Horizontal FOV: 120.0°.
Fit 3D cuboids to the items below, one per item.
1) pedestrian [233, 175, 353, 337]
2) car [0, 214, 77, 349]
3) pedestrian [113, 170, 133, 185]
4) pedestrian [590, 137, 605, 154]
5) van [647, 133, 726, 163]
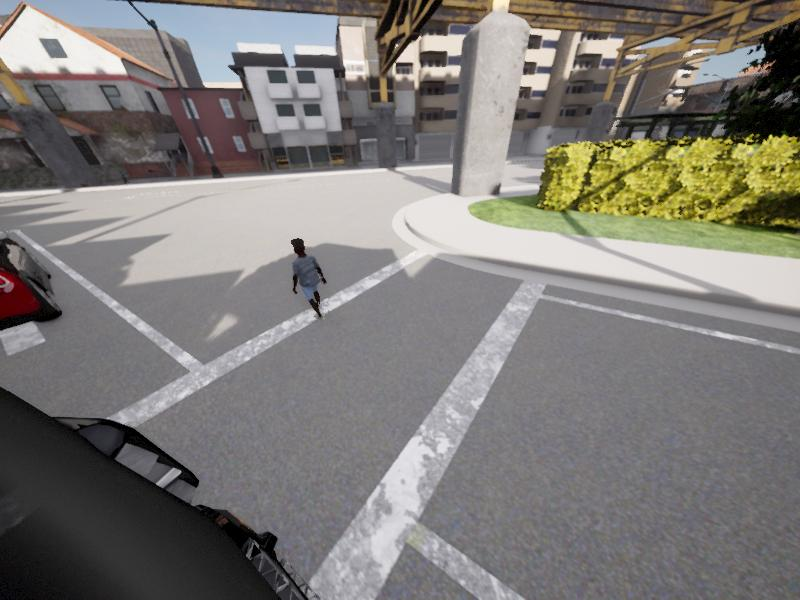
[{"bbox_3d":[-1.301,-0.566,3.090,0.751,1.860,0.751,27,44,37],"label":"pedestrian"},{"bbox_3d":[-7.329,-0.340,3.545,3.806,1.475,1.970,19,39,29],"label":"car"},{"bbox_3d":[-24.066,-10.640,20.092,0.500,1.100,0.500,-12,35,-14],"label":"pedestrian"},{"bbox_3d":[27.046,-21.128,31.674,0.751,1.860,0.751,5,34,11],"label":"pedestrian"},{"bbox_3d":[25.793,-13.791,20.933,4.480,2.038,2.069,-10,34,-11],"label":"van"}]
